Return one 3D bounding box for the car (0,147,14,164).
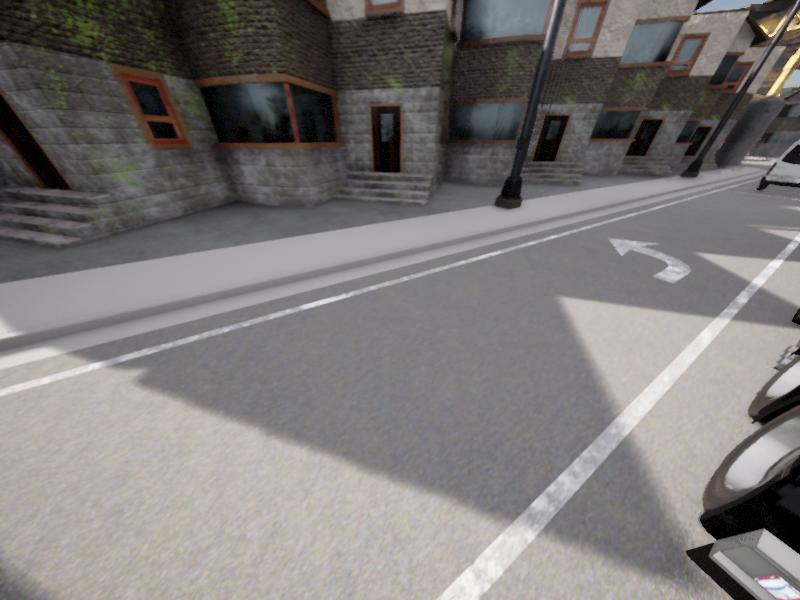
[{"bbox_3d":[-34.442,-10.950,17.459,1.882,1.535,5.008,9,37,12],"label":"car"}]

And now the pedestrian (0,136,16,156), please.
[{"bbox_3d":[-40.093,-15.474,23.054,0.751,1.860,0.751,6,35,9],"label":"pedestrian"}]

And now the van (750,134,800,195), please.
[{"bbox_3d":[22.615,-7.396,12.566,5.915,2.561,1.988,-16,38,-23],"label":"van"}]

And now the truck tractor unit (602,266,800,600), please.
[{"bbox_3d":[5.114,-0.297,0.782,6.516,4.208,3.053,-18,39,-24],"label":"truck tractor unit"}]

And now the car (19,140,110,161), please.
[{"bbox_3d":[-32.651,-14.791,22.734,1.812,1.442,4.674,9,38,13],"label":"car"}]

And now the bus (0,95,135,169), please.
[{"bbox_3d":[-30.055,-13.415,18.494,3.944,4.253,10.273,9,37,12],"label":"bus"}]
